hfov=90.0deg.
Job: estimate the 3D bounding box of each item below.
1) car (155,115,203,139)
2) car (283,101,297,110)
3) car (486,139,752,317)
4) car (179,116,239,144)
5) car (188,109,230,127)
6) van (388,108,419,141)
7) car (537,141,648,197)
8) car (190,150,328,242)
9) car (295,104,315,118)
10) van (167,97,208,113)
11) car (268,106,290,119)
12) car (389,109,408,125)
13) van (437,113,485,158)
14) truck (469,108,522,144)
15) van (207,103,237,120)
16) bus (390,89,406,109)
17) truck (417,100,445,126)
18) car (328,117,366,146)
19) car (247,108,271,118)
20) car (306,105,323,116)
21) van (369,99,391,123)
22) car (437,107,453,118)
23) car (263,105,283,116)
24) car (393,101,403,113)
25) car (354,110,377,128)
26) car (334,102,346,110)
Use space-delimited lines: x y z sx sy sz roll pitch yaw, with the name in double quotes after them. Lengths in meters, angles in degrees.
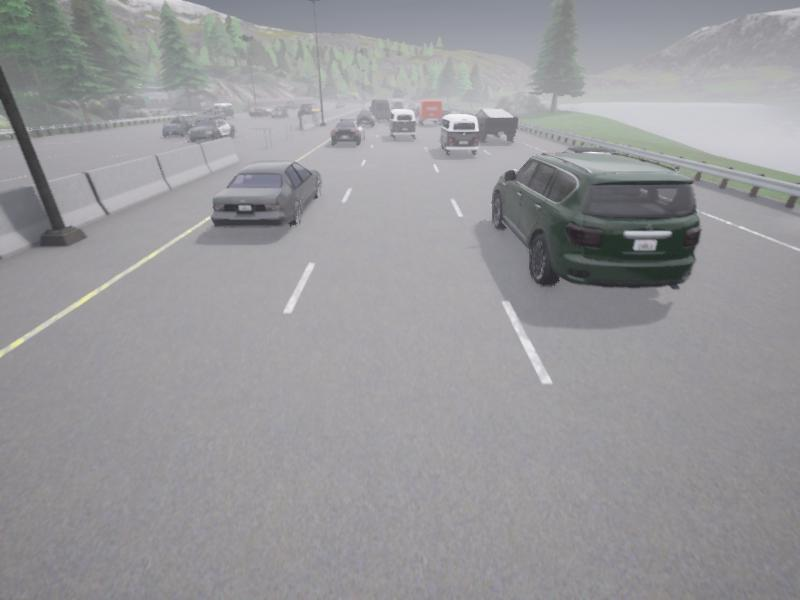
-17.848 -14.064 32.461 1.845 1.501 3.633 -1 27 -2 "car"
-24.902 -44.056 90.609 1.905 1.878 3.866 0 27 0 "car"
3.470 -1.911 8.112 2.150 2.045 5.566 0 27 0 "car"
-14.130 -12.802 29.987 2.038 1.542 4.974 0 27 0 "car"
-21.005 -20.173 44.234 2.242 1.667 4.611 1 27 2 "car"
0.202 -13.811 31.338 2.069 2.038 4.480 -2 27 -4 "van"
6.939 -5.092 15.131 1.895 1.301 4.718 0 27 0 "car"
-3.543 -3.199 11.370 2.033 1.411 5.357 0 27 0 "car"
-14.266 -28.521 60.272 1.905 1.878 3.866 0 27 0 "car"
-38.648 -35.569 72.896 5.915 2.561 1.988 0 27 0 "van"
-17.760 -27.611 58.884 1.851 1.617 3.988 0 27 0 "car"
-0.168 -21.293 46.513 2.128 1.511 4.902 0 27 -1 "car"
3.402 -9.668 23.251 2.069 2.038 4.480 0 27 0 "van"
6.873 -13.077 29.823 2.390 2.098 6.274 0 27 0 "truck"
-24.744 -26.309 55.816 2.069 2.038 4.480 0 27 0 "van"
-0.583 -51.817 103.036 3.944 4.253 10.273 0 27 0 "bus"
3.419 -21.491 45.840 2.627 2.467 5.204 -1 27 -1 "truck"
-3.620 -11.942 28.263 2.038 1.542 4.974 0 27 0 "car"
-21.265 -28.274 60.433 1.895 1.301 4.718 0 27 0 "car"
-14.295 -31.858 67.139 1.801 1.575 5.366 0 27 0 "car"
-2.672 -24.539 51.732 1.988 2.561 5.915 -5 28 -9 "van"
6.736 -28.261 60.319 1.895 1.301 4.718 0 27 0 "car"
-21.295 -31.750 67.059 1.812 1.442 4.674 0 27 0 "car"
-0.345 -37.792 78.302 1.905 1.878 3.866 0 27 0 "car"
-3.686 -19.663 43.330 2.038 1.542 4.974 0 27 0 "car"
-14.426 -46.763 96.432 2.152 1.651 5.027 0 27 0 "car"
